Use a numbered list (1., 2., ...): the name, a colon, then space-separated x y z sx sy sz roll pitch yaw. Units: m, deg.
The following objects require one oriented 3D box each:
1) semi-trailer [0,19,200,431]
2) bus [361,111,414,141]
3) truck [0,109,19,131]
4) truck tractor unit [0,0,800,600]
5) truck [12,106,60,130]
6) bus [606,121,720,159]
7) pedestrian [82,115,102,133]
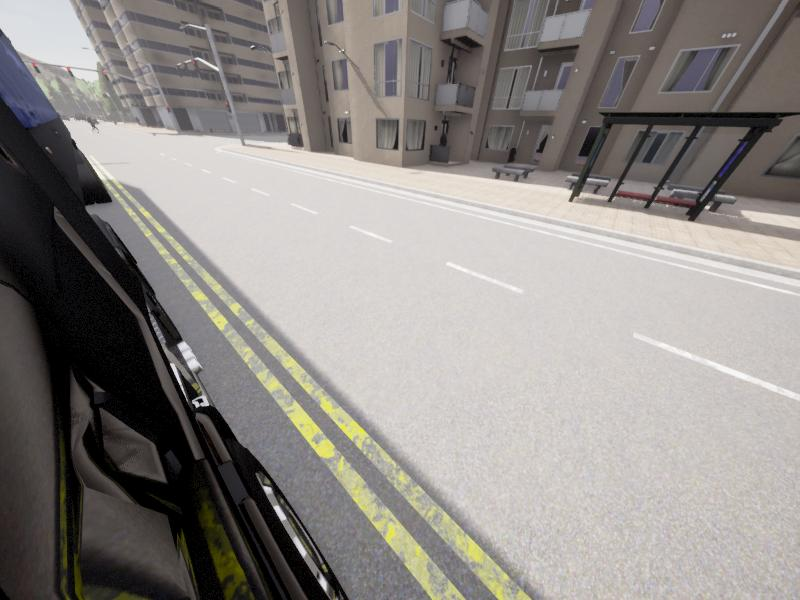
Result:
1. semi-trailer: -8.589 -3.679 4.329 14.254 4.402 2.717 29 44 31
2. bus: -2.119 -33.018 44.071 3.944 4.253 10.273 28 43 30
3. truck: -51.207 -22.744 29.051 6.274 2.098 2.390 29 44 30
4. truck tractor unit: -2.645 -0.295 0.351 6.516 4.208 3.053 28 44 30
5. truck: -51.178 -25.637 32.608 5.204 2.467 2.627 28 44 30
6. bus: 39.990 -25.028 35.955 3.944 4.253 10.273 -14 40 -22
7. pedestrian: -40.364 -23.029 30.273 0.751 1.860 0.751 27 43 29
